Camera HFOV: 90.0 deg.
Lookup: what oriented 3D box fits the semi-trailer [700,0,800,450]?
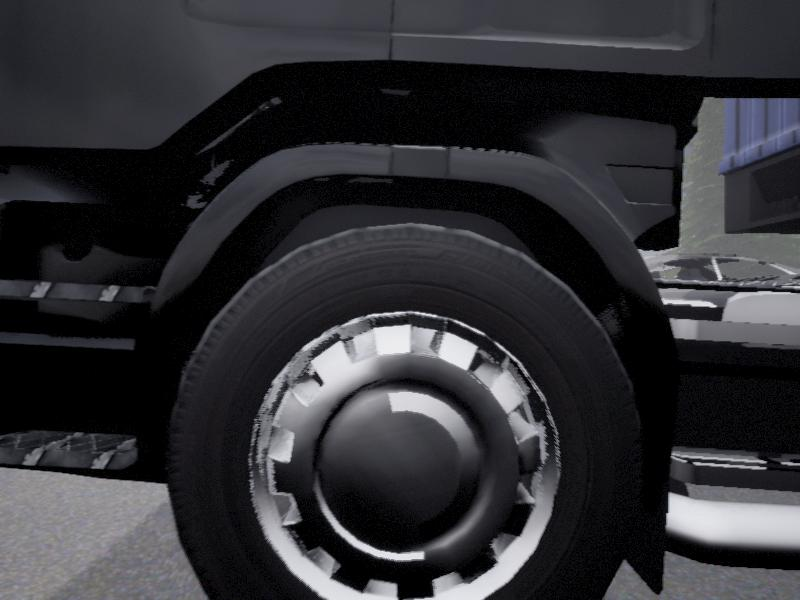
[{"bbox_3d":[9.809,-1.167,2.185,14.254,4.402,2.717,0,0,0],"label":"semi-trailer"}]

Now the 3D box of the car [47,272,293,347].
[{"bbox_3d":[-4.977,0.201,9.200,4.514,1.525,2.007,0,0,0],"label":"car"}]

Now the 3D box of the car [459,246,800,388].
[{"bbox_3d":[3.508,0.197,5.700,5.027,1.651,2.152,0,0,0],"label":"car"}]

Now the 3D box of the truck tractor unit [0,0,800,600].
[{"bbox_3d":[1.894,-1.115,2.204,6.516,4.208,3.053,1,0,0],"label":"truck tractor unit"}]
